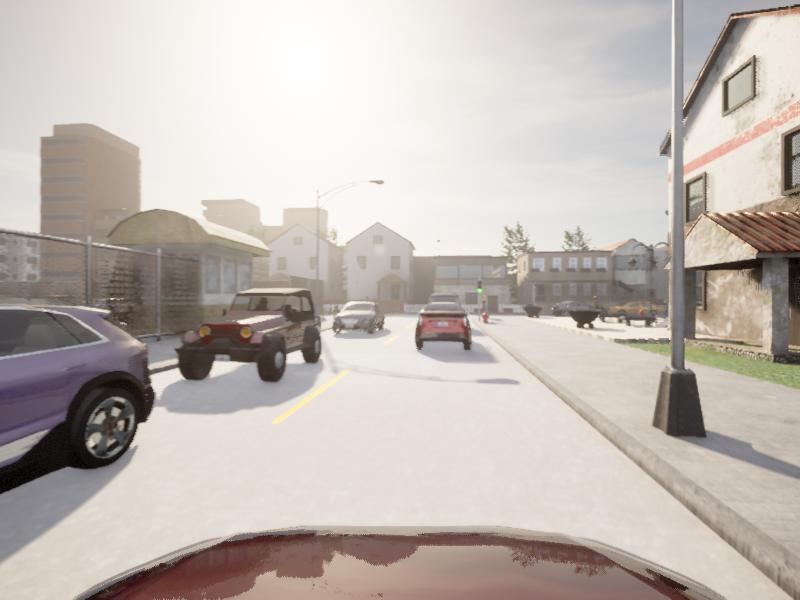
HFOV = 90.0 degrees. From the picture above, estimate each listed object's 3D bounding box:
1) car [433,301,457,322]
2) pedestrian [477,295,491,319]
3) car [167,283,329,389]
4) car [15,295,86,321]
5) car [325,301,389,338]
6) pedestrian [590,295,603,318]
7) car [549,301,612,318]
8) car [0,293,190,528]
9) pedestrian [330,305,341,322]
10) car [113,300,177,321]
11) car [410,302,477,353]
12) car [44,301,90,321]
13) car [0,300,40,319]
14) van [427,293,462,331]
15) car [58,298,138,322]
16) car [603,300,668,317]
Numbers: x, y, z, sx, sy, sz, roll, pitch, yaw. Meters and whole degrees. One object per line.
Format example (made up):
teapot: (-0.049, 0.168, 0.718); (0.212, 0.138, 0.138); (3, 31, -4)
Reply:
car: (3.559, 0.856, 31.868); (1.816, 1.474, 4.193); (0, 0, 6)
pedestrian: (6.684, 0.524, 31.859); (0.751, 1.860, 0.751); (0, 0, -20)
car: (-3.103, 0.643, 9.135); (1.905, 1.878, 3.866); (0, 0, 7)
car: (-26.665, 0.561, 30.716); (1.905, 1.878, 3.866); (0, 0, 7)
car: (-1.903, 0.832, 19.551); (2.128, 1.511, 4.902); (0, 0, 6)
pedestrian: (15.983, 0.537, 32.558); (0.751, 1.860, 0.751); (0, 0, 10)
car: (16.482, 0.864, 36.768); (4.792, 1.488, 2.163); (0, 0, 6)
car: (-3.854, 0.775, 2.576); (2.033, 1.649, 4.856); (0, 0, 7)
pedestrian: (-4.415, 0.909, 27.372); (0.500, 1.100, 0.500); (0, 0, 25)
car: (-19.196, 0.741, 30.338); (1.816, 1.474, 4.193); (0, 0, 7)
car: (1.550, 0.829, 14.321); (2.007, 1.525, 4.514); (0, 0, 6)
car: (-24.617, 0.772, 29.609); (1.481, 1.379, 2.207); (0, 0, 7)
car: (-31.642, 0.727, 32.226); (1.845, 1.501, 3.633); (0, 0, 7)
van: (2.543, 0.602, 22.926); (1.775, 1.987, 4.442); (0, 0, 7)
car: (-22.431, 0.670, 29.971); (2.242, 1.667, 4.611); (0, 0, 7)
car: (23.509, 0.820, 40.059); (5.366, 1.575, 1.801); (0, 0, 5)
